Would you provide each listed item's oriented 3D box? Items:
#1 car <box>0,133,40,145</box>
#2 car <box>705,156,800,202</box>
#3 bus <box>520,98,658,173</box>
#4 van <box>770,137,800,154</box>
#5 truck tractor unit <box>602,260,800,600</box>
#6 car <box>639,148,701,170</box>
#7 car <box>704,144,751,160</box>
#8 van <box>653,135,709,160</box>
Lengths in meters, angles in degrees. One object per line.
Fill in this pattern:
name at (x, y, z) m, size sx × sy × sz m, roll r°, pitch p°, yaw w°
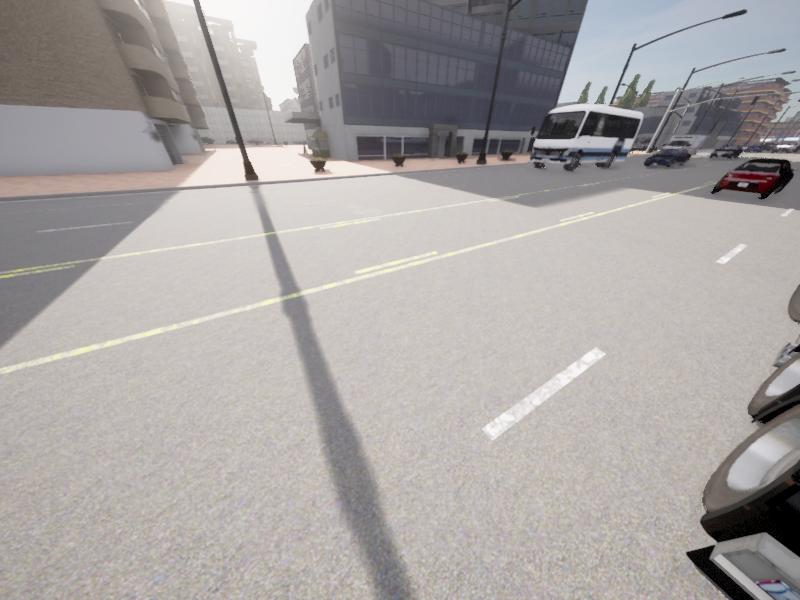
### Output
car at (-75.913, -31.788, 45.620) m, size 4.553 × 1.767 × 2.097 m, roll -17°, pitch 38°, yaw -23°
car at (17.240, -5.953, 11.134) m, size 4.193 × 1.474 × 1.816 m, roll -19°, pitch 39°, yaw -24°
bus at (15.855, -13.516, 19.511) m, size 10.273 × 4.253 × 3.944 m, roll -17°, pitch 38°, yaw -25°
van at (76.045, -30.330, 45.353) m, size 5.915 × 2.561 × 1.988 m, roll -18°, pitch 39°, yaw -24°
truck tractor unit at (5.095, -0.320, 0.776) m, size 6.516 × 4.208 × 3.053 m, roll -19°, pitch 39°, yaw -24°
car at (24.983, -13.153, 21.409) m, size 5.357 × 1.411 × 2.033 m, roll -18°, pitch 39°, yaw -24°
car at (41.061, -18.562, 28.972) m, size 4.902 × 1.511 × 2.128 m, roll -18°, pitch 39°, yaw -24°
van at (36.104, -19.629, 29.698) m, size 6.366 × 2.431 × 2.351 m, roll -18°, pitch 39°, yaw -24°
